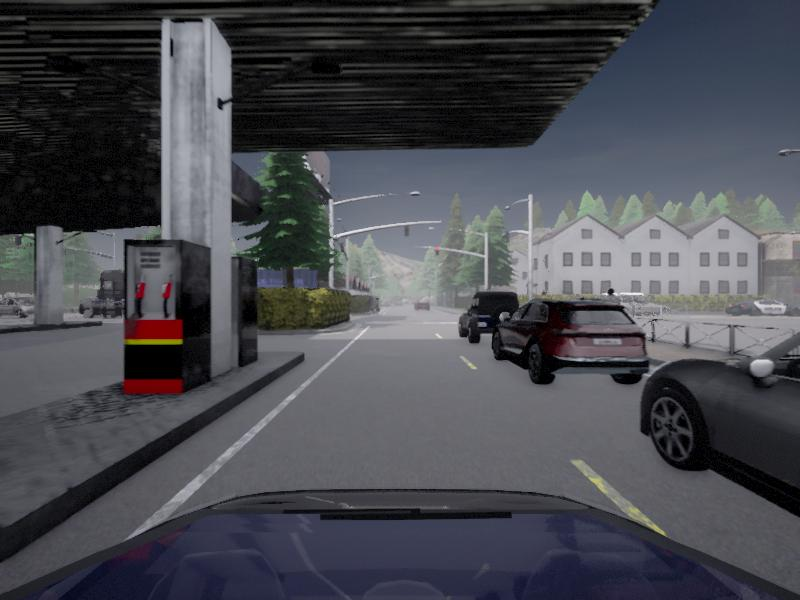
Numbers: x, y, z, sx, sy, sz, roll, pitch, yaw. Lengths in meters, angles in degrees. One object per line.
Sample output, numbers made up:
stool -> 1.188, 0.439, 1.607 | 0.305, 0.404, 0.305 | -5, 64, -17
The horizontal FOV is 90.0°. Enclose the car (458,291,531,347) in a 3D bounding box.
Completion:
car -> 3.457, 0.636, 15.416 | 1.905, 1.878, 3.866 | 0, 0, 0

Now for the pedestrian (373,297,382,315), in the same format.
pedestrian -> -2.344, 0.610, 41.193 | 0.751, 1.860, 0.751 | 0, 0, 14

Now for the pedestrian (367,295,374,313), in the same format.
pedestrian -> -3.126, 0.457, 42.125 | 0.751, 1.860, 0.751 | 0, 0, -2

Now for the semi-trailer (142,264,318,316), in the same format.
semi-trailer -> -14.615, -0.830, 35.159 | 14.254, 4.402, 2.717 | 0, 0, 0

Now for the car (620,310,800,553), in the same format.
car -> 3.493, 0.851, 2.640 | 1.970, 1.475, 3.806 | 0, 0, 0

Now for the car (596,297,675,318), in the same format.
car -> 18.622, 0.569, 31.818 | 5.027, 1.651, 2.152 | 0, 0, -1

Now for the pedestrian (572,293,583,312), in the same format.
pedestrian -> 17.855, 0.271, 40.339 | 0.751, 1.860, 0.751 | 0, 0, -3

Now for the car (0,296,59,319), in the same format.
car -> -30.143, 0.593, 31.905 | 4.611, 1.667, 2.242 | -2, 0, 15

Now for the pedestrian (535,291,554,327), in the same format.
pedestrian -> 7.504, 0.471, 20.809 | 0.751, 1.860, 0.751 | 0, 0, 0

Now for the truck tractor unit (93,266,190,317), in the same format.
truck tractor unit -> -22.527, -0.735, 35.124 | 6.516, 4.208, 3.053 | 0, 0, 0

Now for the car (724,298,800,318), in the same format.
car -> 29.179, 0.614, 31.937 | 4.974, 1.542, 2.038 | 0, 0, 0

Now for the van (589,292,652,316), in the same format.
van -> 19.449, 0.357, 35.429 | 4.480, 2.038, 2.069 | 0, 0, -5

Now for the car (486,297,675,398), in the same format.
car -> 3.474, 0.772, 8.963 | 2.033, 1.649, 4.856 | 0, 0, 0

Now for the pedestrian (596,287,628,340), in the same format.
pedestrian -> 7.574, 0.475, 14.329 | 0.751, 1.860, 0.751 | 0, 0, 0

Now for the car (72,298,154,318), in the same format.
car -> -22.561, 0.624, 31.610 | 4.902, 1.511, 2.128 | 0, 0, 0
